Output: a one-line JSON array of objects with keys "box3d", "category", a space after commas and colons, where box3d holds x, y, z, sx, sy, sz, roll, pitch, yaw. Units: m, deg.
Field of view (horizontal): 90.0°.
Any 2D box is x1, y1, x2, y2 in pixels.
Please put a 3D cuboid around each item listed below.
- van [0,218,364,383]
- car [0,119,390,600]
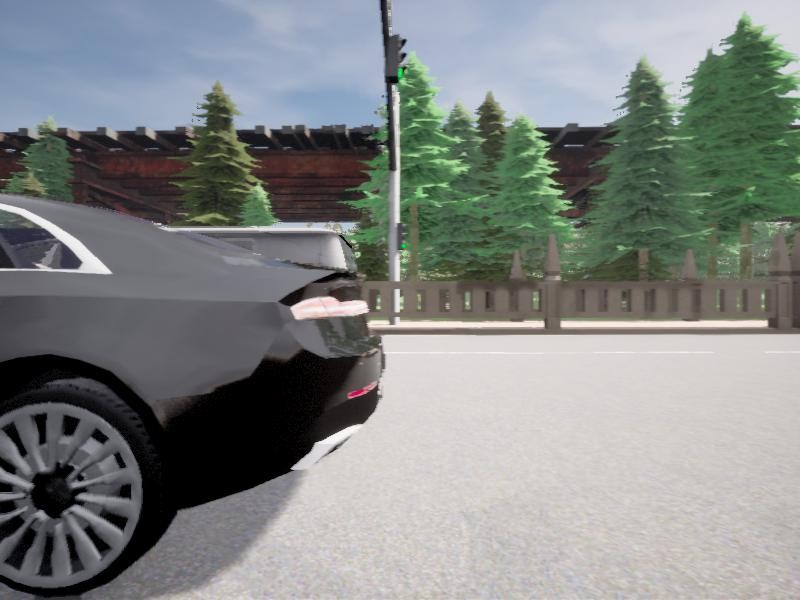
[{"box3d": [-2.822, 0.005, 5.699, 4.442, 1.987, 1.775, 0, 0, 0], "category": "van"}, {"box3d": [-2.537, 0.242, 2.199, 4.902, 1.511, 2.128, 0, 0, 0], "category": "car"}]
